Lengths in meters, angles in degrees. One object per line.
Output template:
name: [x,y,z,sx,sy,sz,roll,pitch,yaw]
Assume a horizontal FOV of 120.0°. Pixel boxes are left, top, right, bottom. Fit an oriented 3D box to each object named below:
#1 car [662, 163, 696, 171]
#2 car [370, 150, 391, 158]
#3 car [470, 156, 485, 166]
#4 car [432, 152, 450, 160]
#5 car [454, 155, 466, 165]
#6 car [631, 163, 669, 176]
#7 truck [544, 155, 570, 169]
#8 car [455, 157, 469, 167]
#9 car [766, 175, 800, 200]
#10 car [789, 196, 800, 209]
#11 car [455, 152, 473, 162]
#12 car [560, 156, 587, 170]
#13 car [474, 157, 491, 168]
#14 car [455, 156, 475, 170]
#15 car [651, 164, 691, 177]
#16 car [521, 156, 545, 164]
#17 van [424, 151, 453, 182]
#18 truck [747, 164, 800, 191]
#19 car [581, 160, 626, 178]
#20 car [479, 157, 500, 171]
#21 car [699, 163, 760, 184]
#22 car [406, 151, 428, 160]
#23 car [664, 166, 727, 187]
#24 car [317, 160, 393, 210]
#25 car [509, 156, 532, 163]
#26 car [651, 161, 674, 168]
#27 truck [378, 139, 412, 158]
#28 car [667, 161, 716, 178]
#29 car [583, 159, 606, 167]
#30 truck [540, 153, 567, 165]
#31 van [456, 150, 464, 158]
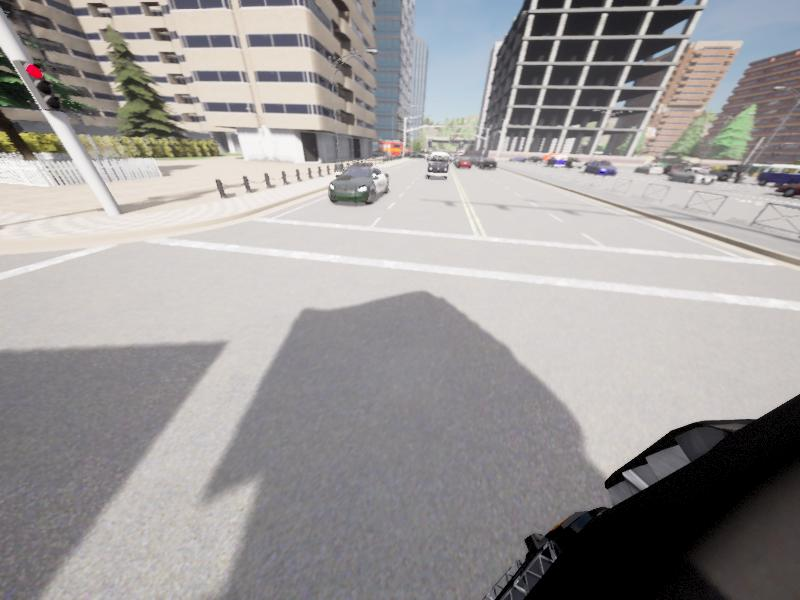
car: [69.523,-33.228,57.637,5.008,1.535,1.882,7,34,6]
car: [-5.083,-37.665,59.405,4.974,1.542,2.038,6,34,6]
car: [15.171,-27.403,45.415,2.033,1.411,5.357,7,34,6]
car: [11.377,-40.148,64.336,4.974,1.542,2.038,-21,40,-32]
car: [11.620,-27.517,45.308,1.812,1.442,4.674,7,34,6]
car: [39.218,-20.606,36.381,1.970,1.475,3.806,7,34,7]
truck: [28.998,-25.663,42.784,2.069,2.038,4.478,7,34,7]
car: [10.529,-23.707,39.574,1.895,1.301,4.718,7,34,6]
car: [29.346,-7.252,15.403,2.033,1.415,5.357,7,34,7]
car: [22.796,-4.680,10.628,1.932,1.855,4.605,7,34,7]
car: [15.829,-35.503,57.245,3.866,1.878,1.905,6,33,6]
car: [31.862,-25.280,42.563,1.932,1.855,4.605,7,34,7]
car: [14.026,-23.520,39.386,1.812,1.442,4.674,7,34,6]
car: [9.531,-20.358,34.246,2.163,1.488,4.792,7,34,6]
car: [42.074,-20.290,36.031,1.784,1.438,3.905,7,34,7]
car: [35.162,-37.155,61.129,4.892,1.490,1.837,7,34,6]
van: [3.430,-11.896,20.458,2.069,2.038,4.480,7,34,6]
truck: [39.684,-12.446,23.386,2.069,2.038,4.478,7,34,7]
car: [26.591,-17.356,30.471,2.242,1.667,4.611,7,34,7]
car: [13.017,-20.075,33.995,1.882,1.535,5.008,7,34,6]
car: [40.696,-15.794,28.723,1.905,1.878,3.866,7,34,7]
car: [4.198,-35.878,57.282,5.238,1.638,1.930,30,42,34]
car: [31.105,-13.173,24.537,1.970,1.475,3.806,7,34,7]
car: [-1.868,-5.868,11.405,2.038,1.542,4.974,7,34,7]
car: [33.476,-39.183,64.350,5.357,1.411,2.033,7,34,6]
car: [81.536,-42.189,71.809,3.988,1.617,1.851,7,34,7]
truck: [-1.399,-40.137,61.368,8.468,3.827,2.891,6,33,6]
car: [44.737,-20.176,35.650,1.932,1.855,4.605,7,34,7]
car: [50.085,-35.269,59.589,3.806,1.475,1.970,7,34,6]
truck: [41.832,-38.624,63.162,5.204,2.467,2.627,7,34,6]
van: [24.342,-59.189,93.422,2.351,2.431,6.366,7,34,6]
